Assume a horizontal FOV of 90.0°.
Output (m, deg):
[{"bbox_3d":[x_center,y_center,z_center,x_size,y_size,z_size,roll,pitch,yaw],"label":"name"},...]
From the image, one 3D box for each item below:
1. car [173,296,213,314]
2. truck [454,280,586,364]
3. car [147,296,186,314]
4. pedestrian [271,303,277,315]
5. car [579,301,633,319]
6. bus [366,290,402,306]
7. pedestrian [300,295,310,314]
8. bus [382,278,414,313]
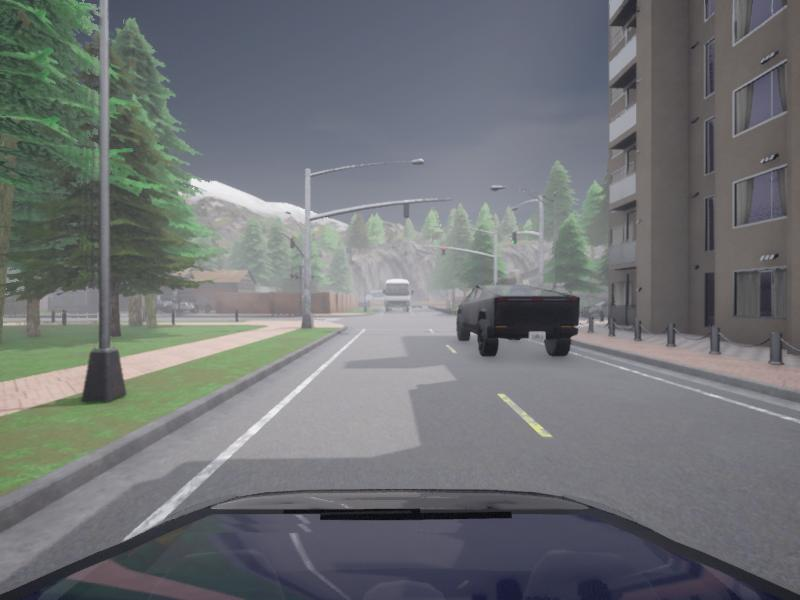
[{"bbox_3d":[-21.793,0.493,42.288,1.932,1.855,4.605,0,0,-2],"label":"car"},{"bbox_3d":[3.410,0.539,13.082,2.390,2.098,6.274,0,0,0],"label":"truck"},{"bbox_3d":[-24.295,0.495,41.826,1.905,1.878,3.866,0,0,-2],"label":"car"},{"bbox_3d":[-12.154,0.847,38.523,0.500,1.100,0.500,0,0,-11],"label":"pedestrian"},{"bbox_3d":[17.549,0.833,34.187,3.633,1.501,1.845,0,0,-1],"label":"car"},{"bbox_3d":[-4.566,-0.546,114.475,10.273,4.253,3.944,0,0,-1],"label":"bus"},{"bbox_3d":[-9.384,0.467,39.465,0.751,1.860,0.751,0,0,13],"label":"pedestrian"},{"bbox_3d":[-0.230,-0.545,54.718,3.944,4.253,10.273,0,0,0],"label":"bus"}]
